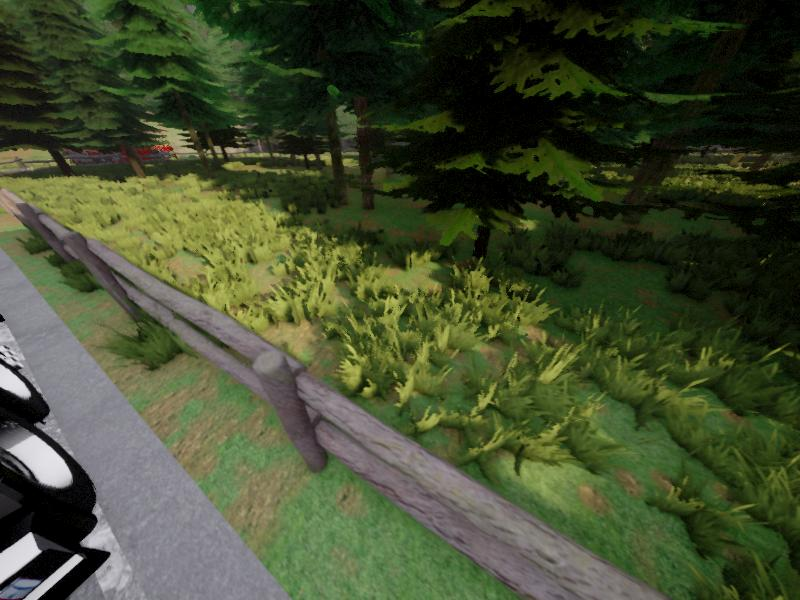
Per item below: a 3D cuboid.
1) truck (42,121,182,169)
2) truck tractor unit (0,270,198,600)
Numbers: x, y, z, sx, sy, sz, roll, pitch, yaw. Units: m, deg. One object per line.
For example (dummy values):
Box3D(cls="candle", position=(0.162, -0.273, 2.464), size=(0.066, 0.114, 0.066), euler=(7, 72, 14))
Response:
Box3D(cls="truck", position=(-30.841, -17.150, 25.554), size=(2.891, 3.827, 8.468), euler=(18, 39, 24))
Box3D(cls="truck tractor unit", position=(-5.119, -0.294, 0.759), size=(6.516, 4.208, 3.053), euler=(18, 39, 24))
